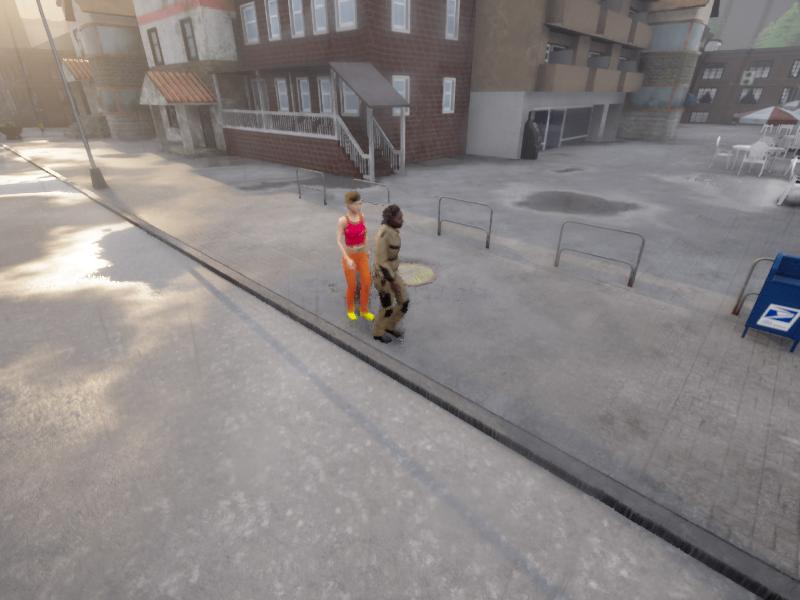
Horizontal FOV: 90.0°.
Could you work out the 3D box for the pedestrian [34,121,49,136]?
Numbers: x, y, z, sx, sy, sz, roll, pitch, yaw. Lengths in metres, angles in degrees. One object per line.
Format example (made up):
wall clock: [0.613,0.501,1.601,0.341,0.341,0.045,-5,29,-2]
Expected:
pedestrian: [-28.470,-13.627,31.795,0.500,1.100,0.500,-16,31,-28]

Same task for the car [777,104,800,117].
car: [58.556,-27.599,58.311,4.974,1.542,2.038,23,35,37]

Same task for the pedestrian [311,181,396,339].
pedestrian: [-0.589,-0.552,5.380,0.751,1.860,0.751,-20,33,-33]

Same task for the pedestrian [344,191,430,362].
pedestrian: [-0.119,-0.284,4.856,0.751,1.860,0.751,8,28,16]
